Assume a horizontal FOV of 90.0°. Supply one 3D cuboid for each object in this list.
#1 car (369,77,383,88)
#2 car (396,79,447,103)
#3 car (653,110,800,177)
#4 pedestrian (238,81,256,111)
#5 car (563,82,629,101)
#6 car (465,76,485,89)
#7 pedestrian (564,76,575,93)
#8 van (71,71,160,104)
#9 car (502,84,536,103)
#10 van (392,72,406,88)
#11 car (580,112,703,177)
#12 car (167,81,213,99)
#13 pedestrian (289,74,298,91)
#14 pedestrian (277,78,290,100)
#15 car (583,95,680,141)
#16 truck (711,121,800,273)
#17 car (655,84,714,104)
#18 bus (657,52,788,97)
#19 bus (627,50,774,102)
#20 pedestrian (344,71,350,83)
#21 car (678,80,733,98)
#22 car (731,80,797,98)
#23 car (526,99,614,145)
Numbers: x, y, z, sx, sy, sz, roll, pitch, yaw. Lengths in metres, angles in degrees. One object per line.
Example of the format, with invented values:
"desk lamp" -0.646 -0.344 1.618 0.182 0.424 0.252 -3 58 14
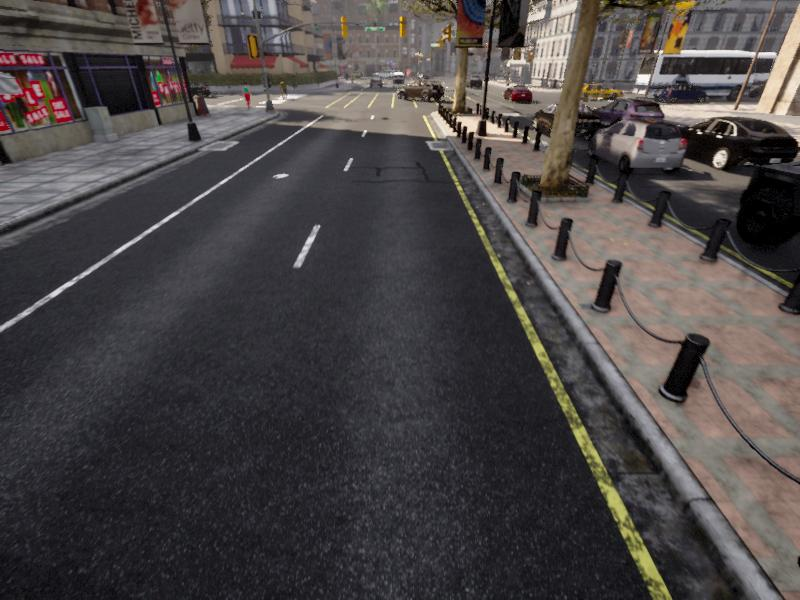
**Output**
"car" -3.709 -34.058 62.580 1.812 1.442 4.674 0 30 0
"car" 1.967 -20.093 38.349 4.605 1.855 1.932 22 36 34
"car" 11.436 -5.667 14.153 1.837 1.490 4.892 0 30 0
"pedestrian" -11.063 -14.769 28.948 0.751 1.860 0.751 -1 30 -2
"car" 19.426 -20.777 39.823 5.366 1.575 1.801 1 30 2
"car" 11.295 -32.988 60.568 1.930 1.638 5.238 0 30 0
"pedestrian" 21.229 -26.982 50.065 0.751 1.860 0.751 0 30 0
"van" -25.532 -19.174 36.126 5.915 2.561 1.988 -1 30 -1
"car" 11.363 -19.946 38.613 1.994 1.385 4.181 0 30 0
"van" -0.202 -34.009 61.908 2.069 2.038 4.480 0 30 0
"car" 7.938 -5.386 13.640 1.845 1.501 3.633 0 30 0
"car" -22.223 -22.309 42.444 3.705 1.549 1.789 0 30 0
"pedestrian" -13.743 -28.162 51.769 0.751 1.860 0.751 -12 32 -19
"pedestrian" -11.666 -21.178 40.170 0.751 1.860 0.751 3 30 4
"car" 11.420 -9.330 20.266 2.033 1.649 4.856 0 30 0
"truck" 7.961 -0.913 5.457 2.390 2.098 6.274 0 30 0
"car" 26.046 -18.959 36.752 3.705 1.549 1.789 0 30 0
"bus" 35.894 -25.410 45.087 10.273 4.253 3.944 0 30 0
"bus" 28.932 -21.966 39.214 10.273 4.253 3.944 0 30 0
"pedestrian" -9.919 -41.644 74.745 0.751 1.860 0.751 3 31 6
"car" 32.618 -22.550 42.824 3.988 1.617 1.851 0 30 0
"car" 38.869 -22.599 42.845 4.611 1.667 2.242 0 30 0
"car" 7.919 -8.686 19.283 2.128 1.511 4.902 0 30 0
